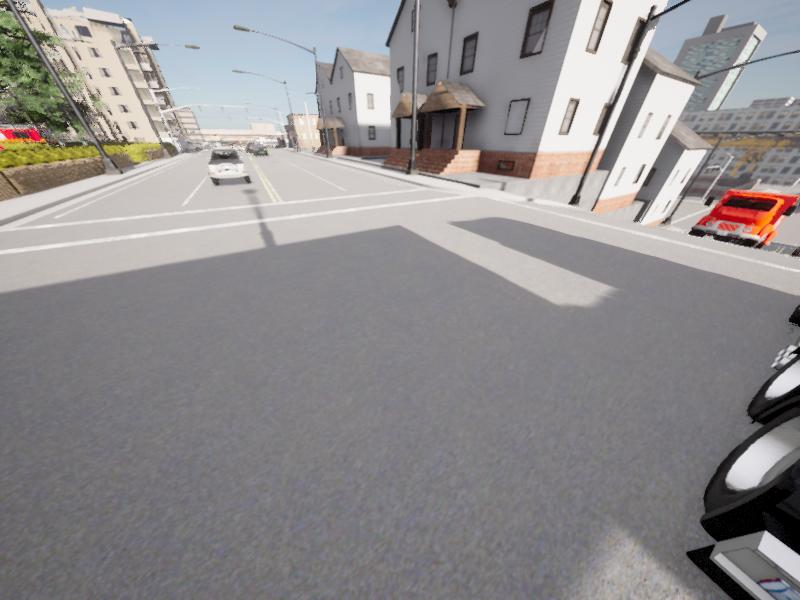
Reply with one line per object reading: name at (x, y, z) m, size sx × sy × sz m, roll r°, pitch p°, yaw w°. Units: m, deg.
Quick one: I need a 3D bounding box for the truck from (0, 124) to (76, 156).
truck at (-58.994, -24.958, 36.084) m, size 8.468 × 3.827 × 2.891 m, roll -17°, pitch 39°, yaw -24°

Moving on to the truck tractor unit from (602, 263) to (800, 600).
truck tractor unit at (5.109, -0.302, 0.788) m, size 6.516 × 4.208 × 3.053 m, roll -18°, pitch 39°, yaw -24°

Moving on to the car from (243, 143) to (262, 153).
car at (-29.035, -29.874, 45.355) m, size 1.851 × 1.617 × 3.988 m, roll -28°, pitch 44°, yaw -34°

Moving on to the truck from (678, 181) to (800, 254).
truck at (17.425, -4.071, 11.814) m, size 5.204 × 2.467 × 2.627 m, roll -6°, pitch 32°, yaw -32°

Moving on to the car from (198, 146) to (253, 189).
car at (-10.634, -8.380, 14.335) m, size 1.932 × 1.855 × 4.605 m, roll -18°, pitch 39°, yaw -24°

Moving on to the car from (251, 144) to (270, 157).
car at (-22.860, -24.529, 37.789) m, size 2.038 × 1.542 × 4.974 m, roll -18°, pitch 39°, yaw -25°
